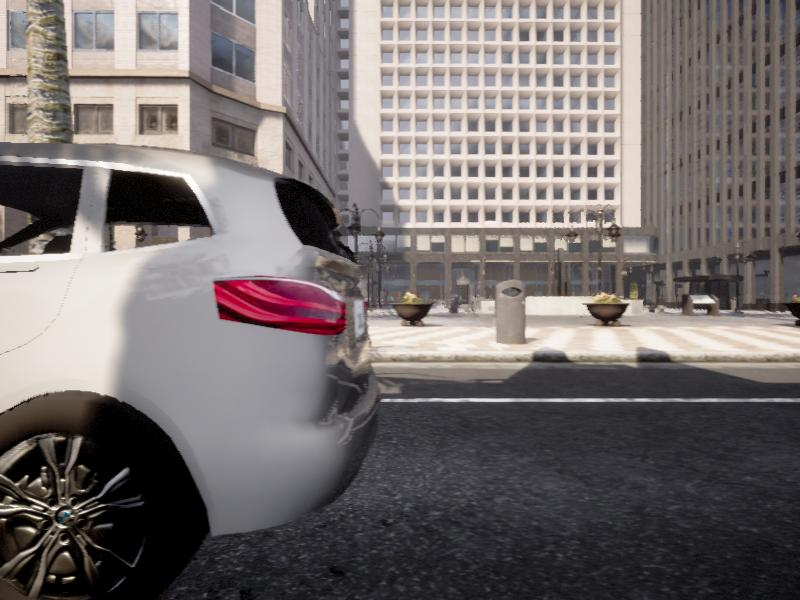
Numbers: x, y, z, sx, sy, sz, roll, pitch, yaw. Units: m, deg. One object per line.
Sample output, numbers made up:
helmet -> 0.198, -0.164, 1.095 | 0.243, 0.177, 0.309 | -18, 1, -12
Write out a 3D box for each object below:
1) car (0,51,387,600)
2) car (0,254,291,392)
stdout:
car -> -2.414, 0.155, 2.212 | 4.611, 1.667, 2.242 | 0, 0, 0
car -> -4.155, 0.252, 5.390 | 4.792, 1.488, 2.163 | 0, 0, -1
